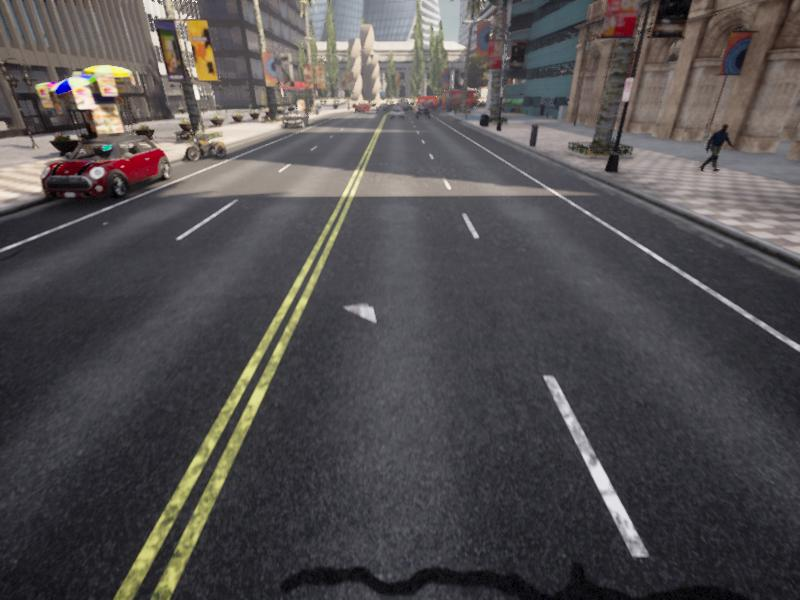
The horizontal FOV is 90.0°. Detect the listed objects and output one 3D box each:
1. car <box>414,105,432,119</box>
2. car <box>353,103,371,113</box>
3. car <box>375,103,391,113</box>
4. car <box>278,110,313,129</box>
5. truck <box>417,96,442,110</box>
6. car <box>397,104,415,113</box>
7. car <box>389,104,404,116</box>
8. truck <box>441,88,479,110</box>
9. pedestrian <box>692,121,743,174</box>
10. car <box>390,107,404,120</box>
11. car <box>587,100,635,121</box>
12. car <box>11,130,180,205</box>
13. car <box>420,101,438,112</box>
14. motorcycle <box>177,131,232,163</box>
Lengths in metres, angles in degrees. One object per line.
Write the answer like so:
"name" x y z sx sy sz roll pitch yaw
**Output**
"car" 3.096 -25.642 54.537 2.128 1.511 4.902 0 27 0
"car" -6.606 -33.827 70.425 1.882 1.535 5.008 5 28 9
"car" -2.955 -33.959 70.749 1.812 1.442 4.674 5 28 9
"car" -10.344 -18.134 40.085 2.231 1.521 4.892 0 27 0
"truck" 5.930 -39.910 81.078 2.627 2.467 5.204 18 33 31
"car" 1.112 -34.693 72.290 1.895 1.301 4.718 8 28 16
"car" -0.447 -29.482 61.908 2.038 1.542 4.974 1 27 3
"truck" 12.542 -41.756 83.120 8.468 3.827 2.891 -24 35 -37
"pedestrian" 12.248 -5.894 15.481 0.751 1.860 0.751 -1 27 -1
"car" -0.395 -25.109 53.765 1.895 1.301 4.718 0 27 0
"car" 24.488 -22.238 46.769 2.435 2.045 5.566 0 27 0
"car" -10.091 -4.763 13.930 2.185 1.767 4.553 0 27 0
"car" 5.356 -35.661 73.606 2.097 1.767 4.553 10 29 19
"motorcycle" -10.005 -7.888 20.596 0.764 1.277 2.356 14 31 26
